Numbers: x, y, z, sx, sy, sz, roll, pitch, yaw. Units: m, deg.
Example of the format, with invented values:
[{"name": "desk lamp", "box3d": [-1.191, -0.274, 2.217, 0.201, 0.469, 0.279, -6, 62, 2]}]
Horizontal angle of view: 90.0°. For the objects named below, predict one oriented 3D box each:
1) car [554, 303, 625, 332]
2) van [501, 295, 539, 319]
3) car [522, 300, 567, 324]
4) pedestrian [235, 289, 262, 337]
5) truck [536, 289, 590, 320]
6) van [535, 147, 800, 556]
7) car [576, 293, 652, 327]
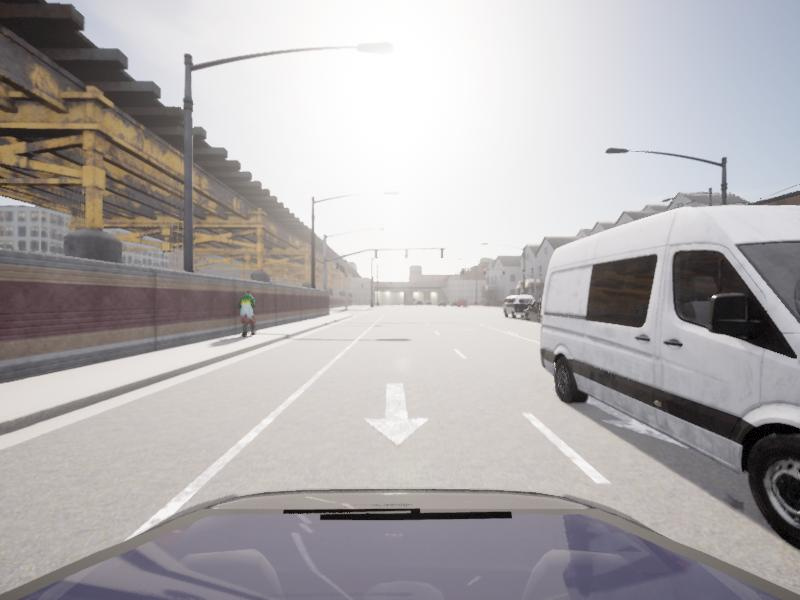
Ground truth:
[{"name": "car", "box3d": [10.535, 0.887, 22.646, 1.812, 1.442, 4.674, 0, 0, 0]}, {"name": "van", "box3d": [10.569, 0.598, 35.649, 2.069, 2.038, 4.480, 0, 0, 0]}, {"name": "car", "box3d": [10.559, 0.811, 29.508, 1.851, 1.617, 3.988, 0, 0, 0]}, {"name": "pedestrian", "box3d": [-5.920, 0.497, 15.652, 0.751, 1.860, 0.751, 0, 0, 4]}, {"name": "truck", "box3d": [13.945, 0.383, 34.587, 2.627, 2.467, 5.204, 0, 0, 1]}, {"name": "van", "box3d": [3.507, 0.327, 4.520, 1.988, 2.561, 5.915, 0, 0, 0]}, {"name": "car", "box3d": [14.031, 0.589, 26.722, 2.150, 2.045, 5.566, 0, 0, 0]}]
